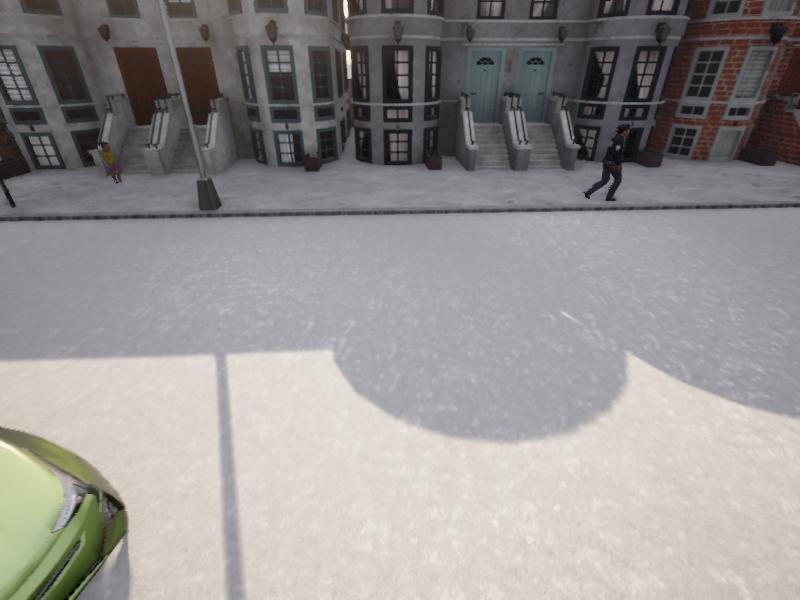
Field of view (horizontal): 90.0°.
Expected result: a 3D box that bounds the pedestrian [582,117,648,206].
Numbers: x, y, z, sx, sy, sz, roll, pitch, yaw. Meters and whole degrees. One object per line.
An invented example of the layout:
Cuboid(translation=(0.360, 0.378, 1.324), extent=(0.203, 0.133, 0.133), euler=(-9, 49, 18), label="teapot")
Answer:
Cuboid(translation=(5.037, -3.268, 9.485), extent=(0.751, 1.860, 0.751), euler=(3, 30, 4), label="pedestrian")

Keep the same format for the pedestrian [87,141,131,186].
Cuboid(translation=(-8.116, -3.814, 11.186), extent=(0.500, 1.100, 0.500), euler=(3, 30, 6), label="pedestrian")

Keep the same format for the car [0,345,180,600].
Cuboid(translation=(-4.134, 1.231, 2.389), extent=(4.514, 1.525, 2.007), euler=(8, 31, 14), label="car")
